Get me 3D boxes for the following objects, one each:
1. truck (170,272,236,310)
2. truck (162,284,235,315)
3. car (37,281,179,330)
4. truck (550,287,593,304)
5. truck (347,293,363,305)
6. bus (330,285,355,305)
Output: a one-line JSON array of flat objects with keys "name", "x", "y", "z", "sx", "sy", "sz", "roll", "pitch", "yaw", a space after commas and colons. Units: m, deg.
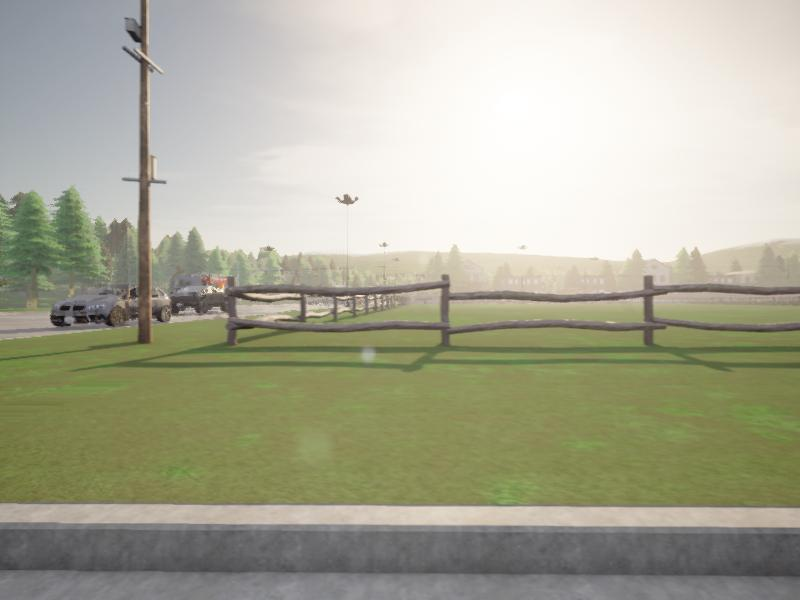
[{"name": "truck", "x": -21.114, "y": -0.886, "z": 43.601, "sx": 2.891, "sy": 3.827, "sz": 8.468, "roll": 0, "pitch": 0, "yaw": 1}, {"name": "truck", "x": -14.648, "y": -0.034, "z": 29.603, "sx": 2.390, "sy": 2.098, "sz": 6.274, "roll": 0, "pitch": 0, "yaw": -2}, {"name": "car", "x": -11.273, "y": 0.175, "z": 15.987, "sx": 2.242, "sy": 1.667, "sz": 4.611, "roll": 0, "pitch": 0, "yaw": 1}, {"name": "truck", "x": 39.169, "y": -0.992, "z": 91.476, "sx": 8.468, "sy": 3.827, "sz": 2.891, "roll": 0, "pitch": 0, "yaw": 1}, {"name": "truck", "x": -9.566, "y": -0.230, "z": 84.817, "sx": 2.627, "sy": 2.467, "sz": 5.204, "roll": 0, "pitch": 0, "yaw": 1}, {"name": "bus", "x": -12.820, "y": -1.118, "z": 89.921, "sx": 3.944, "sy": 4.253, "sz": 10.273, "roll": 0, "pitch": 0, "yaw": 1}]
